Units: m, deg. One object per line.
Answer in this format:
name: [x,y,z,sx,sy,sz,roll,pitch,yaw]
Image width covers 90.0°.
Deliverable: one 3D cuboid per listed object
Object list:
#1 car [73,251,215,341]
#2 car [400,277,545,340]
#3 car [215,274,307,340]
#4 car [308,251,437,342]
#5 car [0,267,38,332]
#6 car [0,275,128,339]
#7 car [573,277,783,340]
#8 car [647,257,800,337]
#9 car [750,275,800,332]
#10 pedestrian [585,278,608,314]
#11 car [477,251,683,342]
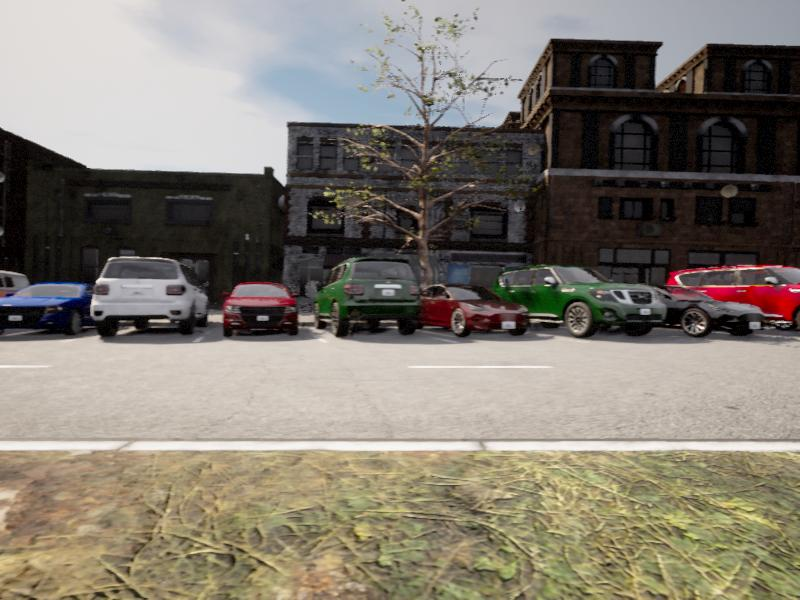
car: [-7.198,-0.049,12.094,2.435,2.045,5.566,0,-1,-20]
car: [1.843,0.238,12.029,2.163,1.488,4.792,1,-1,-20]
car: [-4.179,0.204,12.066,2.097,1.535,5.008,1,-1,-20]
car: [-1.190,-0.044,12.087,2.435,2.045,5.566,0,-1,-20]
car: [-13.153,-0.030,11.967,1.878,1.987,4.442,1,-1,-20]
car: [-10.190,0.200,12.072,2.097,1.535,5.008,1,-1,-20]
car: [7.856,0.243,12.023,2.163,1.488,4.792,1,-1,-20]
car: [10.866,-0.036,12.022,2.435,2.045,5.566,1,-1,-20]
car: [13.862,0.093,12.003,2.185,1.767,4.553,0,-1,-20]
pedestrian: [10.470,-0.200,21.353,0.751,1.860,0.751,2,0,-3]
car: [4.852,-0.040,12.032,2.435,2.045,5.566,1,-1,-20]
